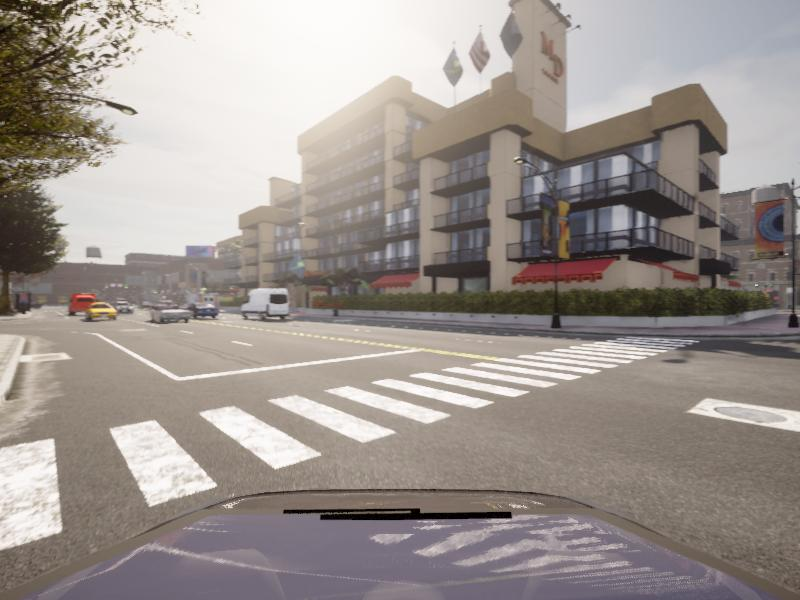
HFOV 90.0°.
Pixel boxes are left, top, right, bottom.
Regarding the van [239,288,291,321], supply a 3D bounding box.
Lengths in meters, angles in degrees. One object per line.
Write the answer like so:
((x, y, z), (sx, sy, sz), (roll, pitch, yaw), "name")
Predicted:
((-11.635, 0.372, 34.185), (1.988, 2.561, 5.915), (0, 0, -42), "van")

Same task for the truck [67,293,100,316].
((-35.837, 0.491, 45.228), (2.627, 2.467, 5.204), (0, 0, -42), "truck")

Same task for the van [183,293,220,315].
((-23.532, 0.472, 47.290), (2.351, 2.431, 6.366), (0, 0, -42), "van")

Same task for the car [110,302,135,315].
((-32.303, 0.975, 46.542), (1.970, 1.475, 3.806), (0, 0, -42), "car")

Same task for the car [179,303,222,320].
((-18.064, 0.967, 36.062), (2.033, 1.411, 5.357), (0, 0, -42), "car")

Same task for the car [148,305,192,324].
((-17.287, 1.011, 29.994), (1.895, 1.301, 4.718), (0, 0, -42), "car")

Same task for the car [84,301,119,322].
((-24.652, 0.894, 32.914), (1.801, 1.575, 5.366), (0, 0, -42), "car")

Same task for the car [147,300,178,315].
((-27.905, 0.864, 46.898), (2.242, 1.667, 4.611), (0, 0, -42), "car")
